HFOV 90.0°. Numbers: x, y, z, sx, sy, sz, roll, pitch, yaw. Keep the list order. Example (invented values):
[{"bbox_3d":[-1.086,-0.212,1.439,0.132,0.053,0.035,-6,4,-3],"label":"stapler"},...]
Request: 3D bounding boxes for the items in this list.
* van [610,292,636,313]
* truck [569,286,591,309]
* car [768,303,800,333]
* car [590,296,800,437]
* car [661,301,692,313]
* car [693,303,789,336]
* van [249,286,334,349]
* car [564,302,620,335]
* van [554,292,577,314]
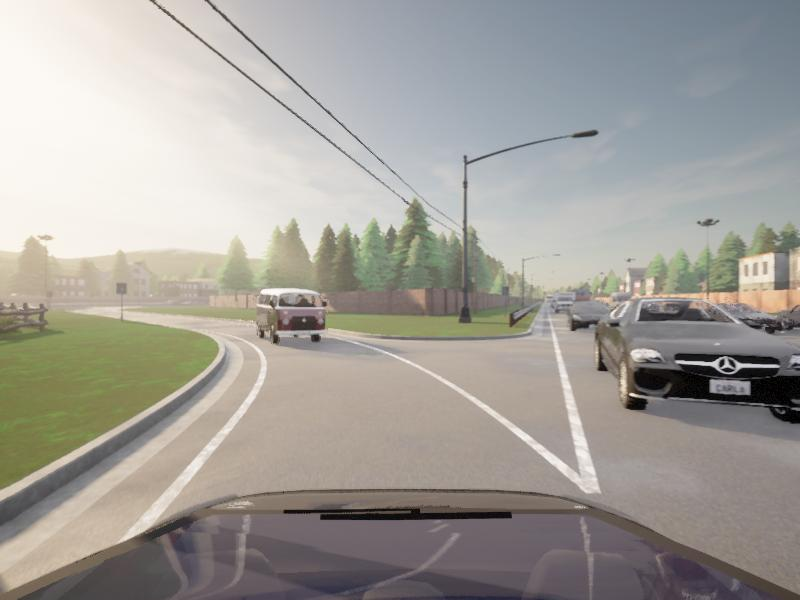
[{"bbox_3d":[28.264,0.287,50.938,1.988,2.561,5.915,0,0,20],"label":"van"},{"bbox_3d":[31.873,-0.369,71.072,2.891,3.827,8.468,0,0,20],"label":"truck"},{"bbox_3d":[20.475,0.876,19.345,2.033,1.411,5.357,0,0,20],"label":"car"},{"bbox_3d":[4.892,0.775,7.244,2.152,1.651,5.027,0,0,20],"label":"car"},{"bbox_3d":[36.359,0.855,52.686,2.033,1.411,5.357,0,0,20],"label":"car"},{"bbox_3d":[17.209,0.877,20.606,2.033,1.411,5.357,0,0,20],"label":"car"},{"bbox_3d":[-4.352,0.562,15.509,2.069,2.038,4.480,1,0,-30],"label":"van"},{"bbox_3d":[9.887,0.838,20.958,2.163,1.488,4.792,0,0,20],"label":"car"},{"bbox_3d":[19.645,0.349,47.732,2.351,2.431,6.366,0,0,20],"label":"van"}]
